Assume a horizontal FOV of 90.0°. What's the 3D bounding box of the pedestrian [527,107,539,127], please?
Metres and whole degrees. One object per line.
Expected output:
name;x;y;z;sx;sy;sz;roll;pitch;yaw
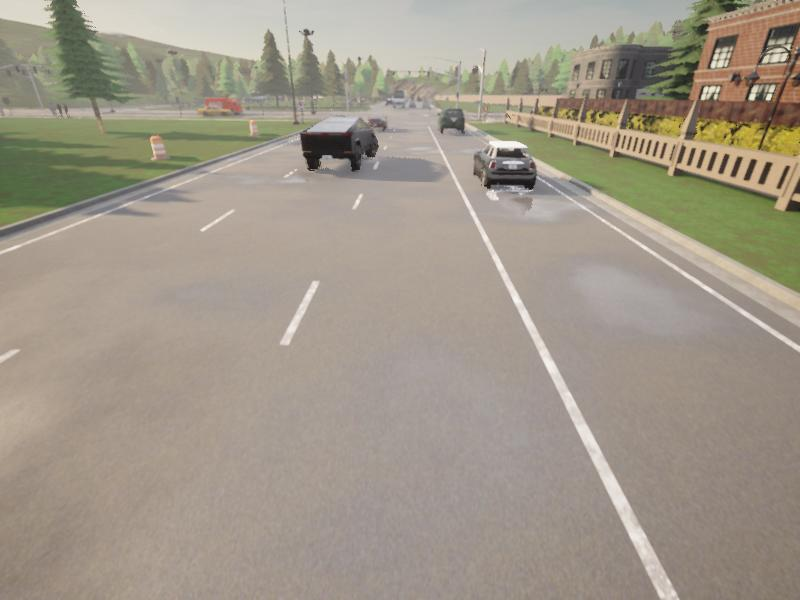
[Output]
pedestrian;13.826;-19.071;41.643;0.751;1.860;0.751;0;27;0

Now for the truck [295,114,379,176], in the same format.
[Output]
truck;-2.717;-7.641;19.244;2.390;2.098;6.274;2;27;5

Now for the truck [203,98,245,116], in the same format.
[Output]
truck;-28.053;-30.964;64.044;5.204;2.467;2.627;1;27;2

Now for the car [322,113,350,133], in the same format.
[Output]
car;-5.834;-16.457;37.100;1.816;1.474;4.193;1;27;1

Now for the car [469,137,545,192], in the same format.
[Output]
car;4.002;-5.409;15.654;1.970;1.475;3.806;1;27;1

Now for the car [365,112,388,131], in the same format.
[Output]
car;-2.263;-17.546;39.306;1.812;1.442;4.674;1;27;1

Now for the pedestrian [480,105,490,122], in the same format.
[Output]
pedestrian;10.290;-22.558;48.405;0.751;1.860;0.751;-4;27;-9

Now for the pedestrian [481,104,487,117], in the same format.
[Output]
pedestrian;13.462;-30.504;64.292;0.751;1.860;0.751;5;28;10

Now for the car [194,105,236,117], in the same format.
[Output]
car;-28.171;-28.955;61.142;5.366;1.575;1.801;1;27;2

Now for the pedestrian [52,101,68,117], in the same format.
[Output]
pedestrian;-44.465;-24.904;52.291;0.751;1.860;0.751;3;27;5

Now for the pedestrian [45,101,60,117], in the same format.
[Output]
pedestrian;-45.540;-24.985;52.435;0.751;1.860;0.751;3;27;5

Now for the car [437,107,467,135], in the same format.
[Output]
car;4.659;-16.435;36.555;2.150;2.045;5.566;1;27;1

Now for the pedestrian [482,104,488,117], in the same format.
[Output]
pedestrian;13.381;-29.729;62.778;0.751;1.860;0.751;5;28;9
